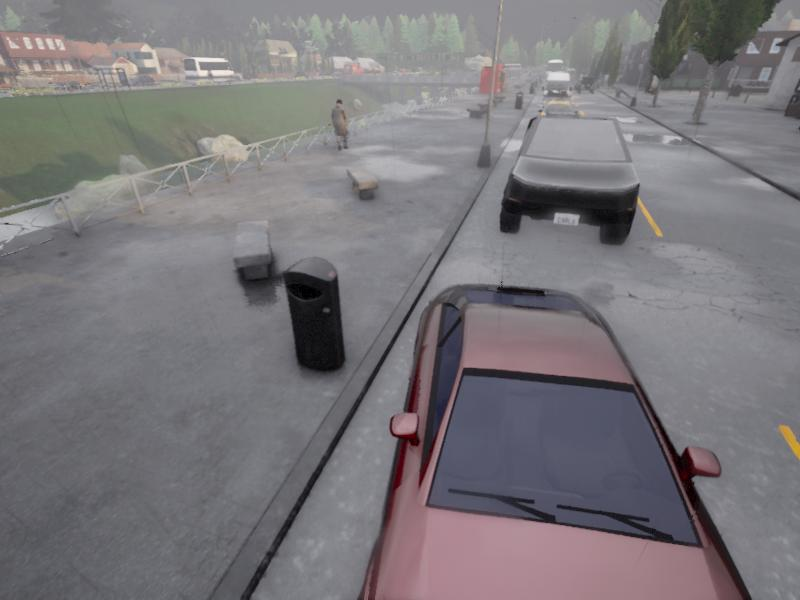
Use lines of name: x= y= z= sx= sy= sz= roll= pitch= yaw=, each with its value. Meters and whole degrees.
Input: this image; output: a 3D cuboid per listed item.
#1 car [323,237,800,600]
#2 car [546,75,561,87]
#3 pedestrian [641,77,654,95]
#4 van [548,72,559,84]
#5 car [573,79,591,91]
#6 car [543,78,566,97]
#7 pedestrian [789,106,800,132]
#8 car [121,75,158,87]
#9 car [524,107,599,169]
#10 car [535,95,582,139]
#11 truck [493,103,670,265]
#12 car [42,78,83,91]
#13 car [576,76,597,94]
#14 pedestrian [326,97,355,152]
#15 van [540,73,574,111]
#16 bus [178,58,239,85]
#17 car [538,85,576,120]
car: x=0.947 y=1.001 z=2.951 sx=1.994 sy=1.385 sz=4.181 roll=5 pitch=30 yaw=8
car: x=26.367 y=-37.598 z=68.749 sx=2.033 sy=1.649 sz=4.856 roll=9 pitch=32 yaw=16
pedestrian: x=29.690 y=-25.712 z=47.997 sx=0.751 sy=1.860 sz=0.751 roll=12 pitch=32 yaw=20
van: x=30.620 y=-44.292 z=79.870 sx=1.775 sy=1.987 sz=4.442 roll=9 pitch=32 yaw=16
car: x=27.019 y=-32.007 z=59.442 sx=1.970 sy=1.475 sz=3.806 roll=9 pitch=32 yaw=16
car: x=18.501 y=-25.549 z=47.979 sx=2.097 sy=1.767 sz=4.553 roll=9 pitch=32 yaw=16
pedestrian: x=21.211 y=-9.738 z=20.655 sx=0.751 sy=1.860 sz=0.751 roll=7 pitch=31 yaw=12
car: x=-43.452 y=-36.651 z=66.901 sx=2.033 sy=1.649 sz=4.856 roll=9 pitch=32 yaw=16
car: x=6.173 y=-6.452 z=15.558 sx=2.128 sy=1.511 sz=4.902 roll=9 pitch=32 yaw=16
car: x=8.351 y=-9.833 z=21.279 sx=1.801 sy=1.575 sz=5.366 roll=9 pitch=32 yaw=16
truck: x=3.909 y=-3.220 z=9.444 sx=2.390 sy=2.098 sz=6.274 roll=9 pitch=32 yaw=16
car: x=-47.475 y=-30.392 z=56.353 sx=1.970 sy=1.475 sz=3.806 roll=9 pitch=32 yaw=16
car: x=24.314 y=-28.047 z=52.187 sx=1.905 sy=1.878 sz=3.866 roll=9 pitch=32 yaw=16
pedestrian: x=-2.304 y=-6.840 z=15.624 sx=0.751 sy=1.860 sz=0.751 roll=9 pitch=32 yaw=15
van: x=13.148 y=-17.639 z=33.693 sx=1.988 sy=2.561 sz=5.915 roll=9 pitch=32 yaw=16
bus: x=-35.834 y=-43.206 z=75.546 sx=3.944 sy=4.253 sz=10.273 roll=9 pitch=32 yaw=16
car: x=10.806 y=-13.741 z=27.674 sx=1.932 sy=1.855 sz=4.605 roll=9 pitch=32 yaw=16
